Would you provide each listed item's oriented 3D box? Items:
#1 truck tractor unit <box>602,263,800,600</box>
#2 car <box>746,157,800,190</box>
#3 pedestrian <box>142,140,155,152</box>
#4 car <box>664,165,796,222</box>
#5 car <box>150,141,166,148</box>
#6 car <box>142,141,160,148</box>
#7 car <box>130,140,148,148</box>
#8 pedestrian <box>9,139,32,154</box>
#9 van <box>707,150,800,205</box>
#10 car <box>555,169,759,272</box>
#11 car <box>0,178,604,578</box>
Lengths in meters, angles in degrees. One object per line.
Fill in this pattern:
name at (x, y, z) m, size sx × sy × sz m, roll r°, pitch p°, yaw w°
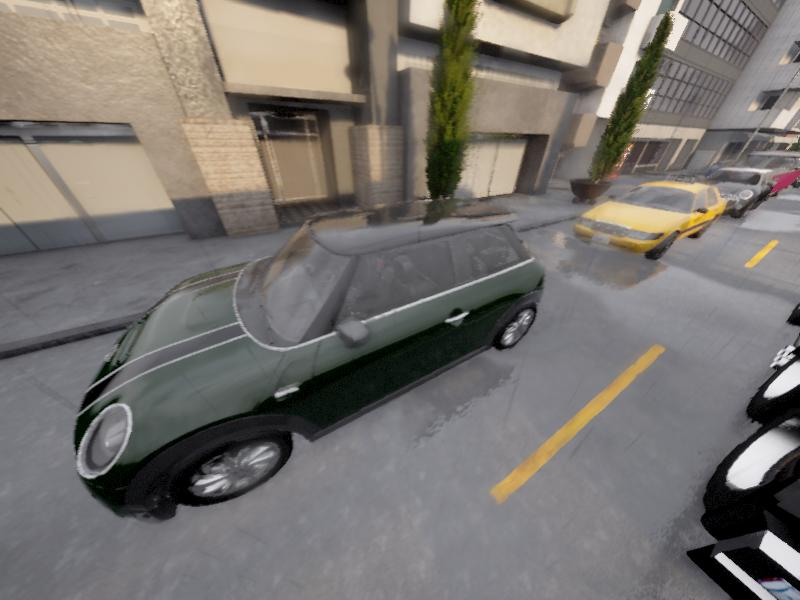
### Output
truck tractor unit at (5.116, -0.292, 0.794) m, size 6.516 × 4.208 × 3.053 m, roll -18°, pitch 39°, yaw -24°
car at (24.787, -8.186, 14.799) m, size 3.806 × 1.475 × 1.970 m, roll -18°, pitch 39°, yaw -24°
pedestrian at (-47.024, -28.892, 43.228) m, size 0.751 × 1.860 × 0.751 m, roll -19°, pitch 39°, yaw -26°
car at (12.942, -4.342, 9.130) m, size 3.806 × 1.475 × 1.970 m, roll -18°, pitch 39°, yaw -25°
car at (-69.805, -45.043, 66.781) m, size 2.007 × 1.525 × 4.514 m, roll -18°, pitch 39°, yaw -24°
car at (-65.719, -41.034, 60.967) m, size 1.801 × 1.575 × 5.366 m, roll -18°, pitch 39°, yaw -24°
car at (-73.073, -43.794, 64.803) m, size 1.930 × 1.638 × 5.238 m, roll -18°, pitch 39°, yaw -24°
pedestrian at (-57.568, -23.292, 35.047) m, size 0.751 × 1.860 × 0.751 m, roll -18°, pitch 39°, yaw -25°
van at (17.719, -6.102, 11.271) m, size 4.442 × 1.987 × 1.775 m, roll -18°, pitch 39°, yaw -25°
car at (6.957, -2.444, 6.239) m, size 5.366 × 1.575 × 1.801 m, roll -18°, pitch 39°, yaw -24°
car at (-0.435, -0.134, 2.639) m, size 4.553 × 1.767 × 2.097 m, roll -18°, pitch 39°, yaw -24°
